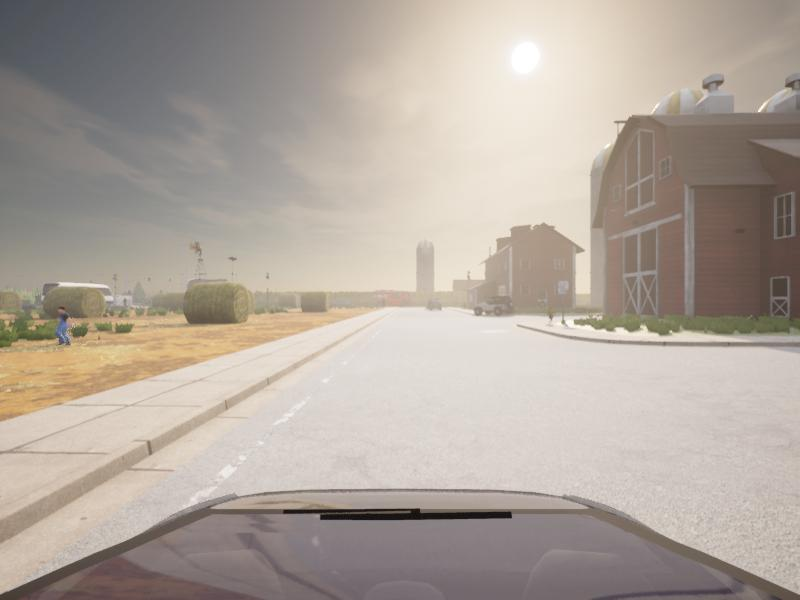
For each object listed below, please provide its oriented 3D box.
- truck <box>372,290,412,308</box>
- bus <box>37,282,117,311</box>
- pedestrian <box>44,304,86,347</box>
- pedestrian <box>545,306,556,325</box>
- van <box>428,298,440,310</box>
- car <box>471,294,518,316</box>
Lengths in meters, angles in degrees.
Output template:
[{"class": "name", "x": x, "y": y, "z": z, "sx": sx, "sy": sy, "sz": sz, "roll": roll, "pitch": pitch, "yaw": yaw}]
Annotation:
[{"class": "truck", "x": -1.746, "y": -0.281, "z": 86.235, "sx": 8.468, "sy": 3.827, "sz": 2.891, "roll": 0, "pitch": 0, "yaw": 3}, {"class": "bus", "x": -51.590, "y": -0.535, "z": 64.472, "sx": 3.944, "sy": 4.253, "sz": 10.273, "roll": 0, "pitch": 0, "yaw": 6}, {"class": "pedestrian", "x": -10.415, "y": 0.768, "z": 12.458, "sx": 0.751, "sy": 1.300, "sz": 0.751, "roll": 0, "pitch": 0, "yaw": 25}, {"class": "pedestrian", "x": 8.561, "y": 0.869, "z": 22.778, "sx": 0.500, "sy": 1.100, "sz": 0.500, "roll": 0, "pitch": 0, "yaw": 6}, {"class": "van", "x": 5.683, "y": 0.612, "z": 67.432, "sx": 1.775, "sy": 1.987, "sz": 4.442, "roll": 0, "pitch": 0, "yaw": 2}, {"class": "car", "x": 8.908, "y": 0.495, "z": 37.965, "sx": 1.905, "sy": 1.878, "sz": 3.866, "roll": -8, "pitch": 3, "yaw": -40}]
